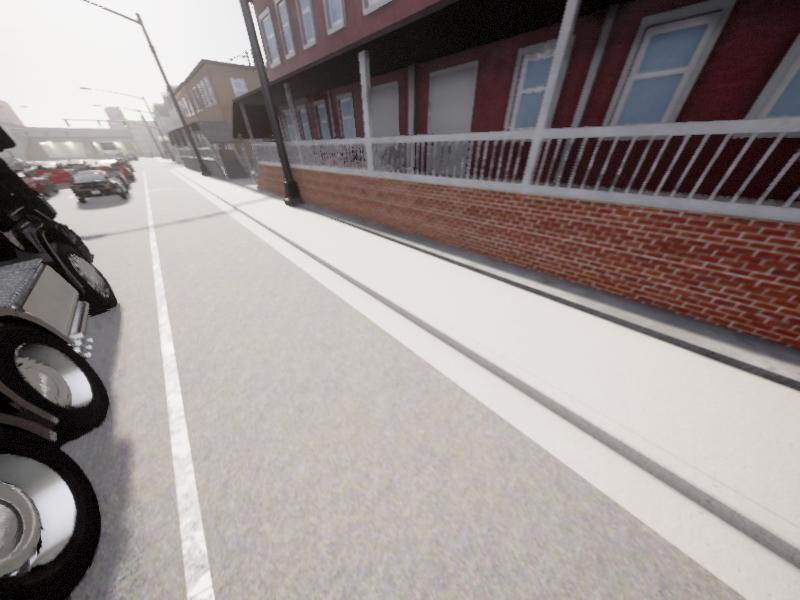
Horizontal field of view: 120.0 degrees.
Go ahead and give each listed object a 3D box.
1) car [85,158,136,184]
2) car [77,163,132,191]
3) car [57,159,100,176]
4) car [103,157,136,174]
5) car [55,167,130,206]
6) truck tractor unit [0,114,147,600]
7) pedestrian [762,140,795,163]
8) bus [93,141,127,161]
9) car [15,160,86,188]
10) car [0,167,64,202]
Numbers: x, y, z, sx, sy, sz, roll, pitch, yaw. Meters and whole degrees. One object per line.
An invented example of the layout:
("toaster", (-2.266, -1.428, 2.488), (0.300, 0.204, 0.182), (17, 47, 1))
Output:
("car", (-26.678, -12.120, 21.520), (2.242, 1.667, 4.611), (-28, 43, -34))
("car", (-21.840, -9.254, 17.259), (1.845, 1.501, 3.633), (-28, 43, -34))
("car", (-38.312, -15.971, 27.711), (2.128, 1.511, 4.902), (-28, 43, -34))
("car", (-35.593, -17.230, 29.475), (2.007, 1.525, 4.514), (-28, 42, -34))
("car", (-17.523, -6.705, 13.435), (1.812, 1.442, 4.674), (-28, 43, -34))
("truck tractor unit", (-4.890, -0.443, 1.145), (6.516, 4.208, 3.053), (28, 47, 37))
("pedestrian", (37.107, -14.605, 22.676), (0.751, 1.860, 0.751), (22, 41, 30))
("bus", (-81.611, -42.205, 65.369), (3.944, 4.253, 10.273), (-28, 43, -34))
("car", (-29.293, -10.785, 19.627), (2.242, 1.667, 4.611), (-28, 43, -34))
("car", (-23.436, -7.320, 14.449), (1.845, 1.501, 3.633), (-28, 43, -34))
